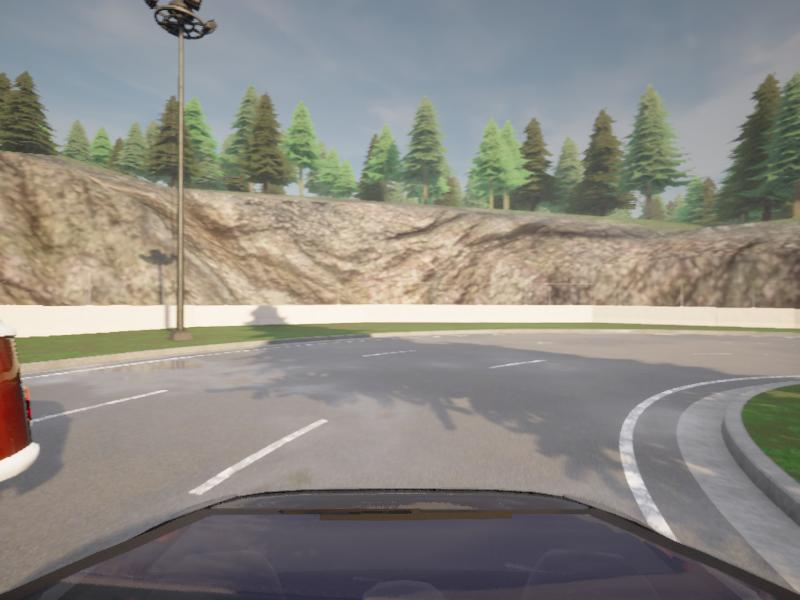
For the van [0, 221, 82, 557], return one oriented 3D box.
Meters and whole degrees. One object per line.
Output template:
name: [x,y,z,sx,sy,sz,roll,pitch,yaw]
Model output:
van: [-3.610,0.559,0.835,2.069,2.038,4.480,-1,0,5]
